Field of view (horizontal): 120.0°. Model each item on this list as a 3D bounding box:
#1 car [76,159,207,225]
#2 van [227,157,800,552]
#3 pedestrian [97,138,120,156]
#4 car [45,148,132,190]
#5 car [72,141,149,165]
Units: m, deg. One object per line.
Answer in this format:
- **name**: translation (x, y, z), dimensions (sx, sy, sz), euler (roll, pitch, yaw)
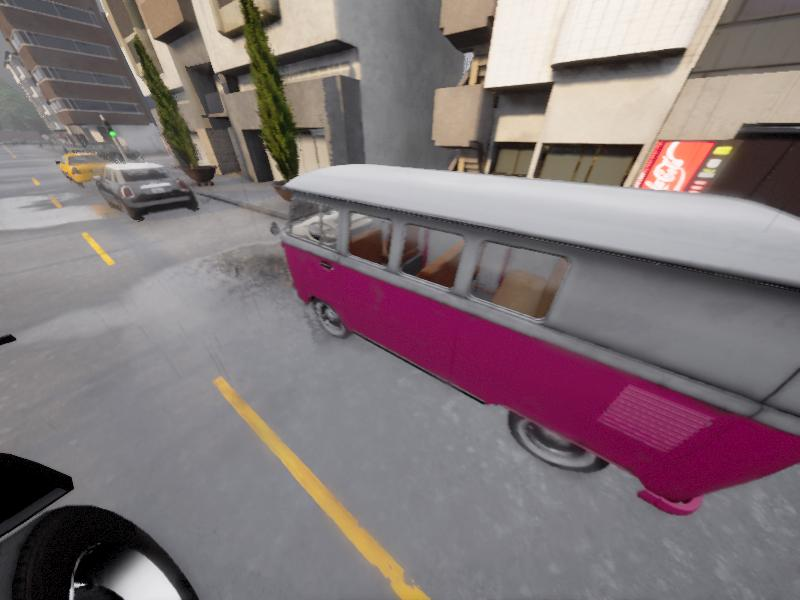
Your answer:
- **car**: translation (-9.167, -4.016, 8.235), dimensions (3.806, 1.475, 1.970), euler (22, 41, 28)
- **van**: translation (0.482, -0.288, 2.598), dimensions (4.442, 1.987, 1.775), euler (22, 41, 28)
- **pedestrian**: translation (-36.199, -19.035, 28.712), dimensions (0.751, 1.860, 0.751), euler (8, 36, 10)
- **car**: translation (-17.590, -7.494, 13.001), dimensions (5.366, 1.575, 1.801), euler (22, 41, 28)
- **car**: translation (-27.694, -14.336, 22.424), dimensions (2.097, 1.767, 4.553), euler (-6, 36, -10)
